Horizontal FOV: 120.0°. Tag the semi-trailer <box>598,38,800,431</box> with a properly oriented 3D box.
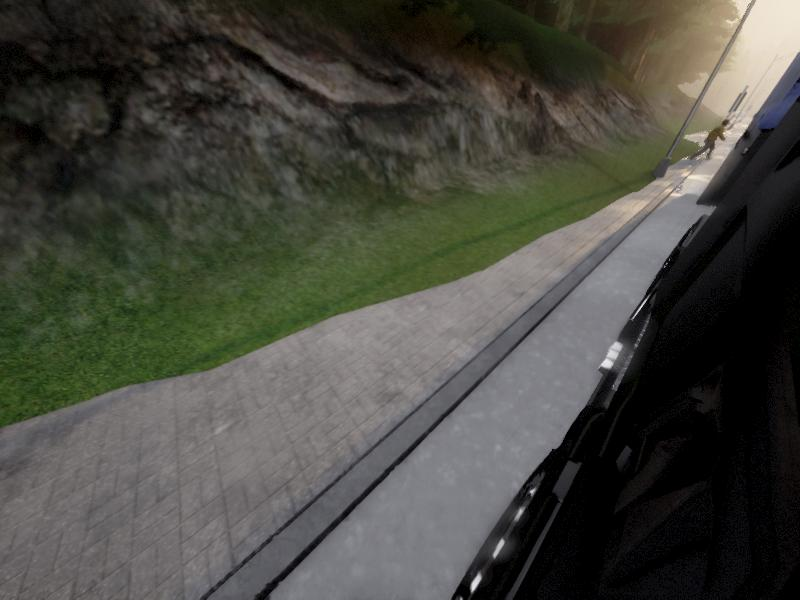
[{"bbox_3d":[8.691,-3.608,4.239,14.254,4.402,2.717,-28,43,-30],"label":"semi-trailer"}]

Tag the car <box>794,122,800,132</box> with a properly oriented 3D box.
[{"bbox_3d":[48.880,-20.810,27.002,5.027,1.651,2.152,-28,43,-30],"label":"car"}]

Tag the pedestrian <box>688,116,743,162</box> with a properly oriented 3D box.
[{"bbox_3d":[16.289,-8.325,12.003,0.751,1.860,0.751,16,41,24],"label":"pedestrian"}]

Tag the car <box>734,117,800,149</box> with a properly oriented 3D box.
[{"bbox_3d":[27.435,-12.501,17.239,4.611,1.667,2.242,-31,45,-32],"label":"car"}]

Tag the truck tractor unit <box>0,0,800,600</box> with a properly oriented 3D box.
[{"bbox_3d":[2.645,-0.295,0.352,6.516,4.208,3.053,-28,44,-30],"label":"truck tractor unit"}]
